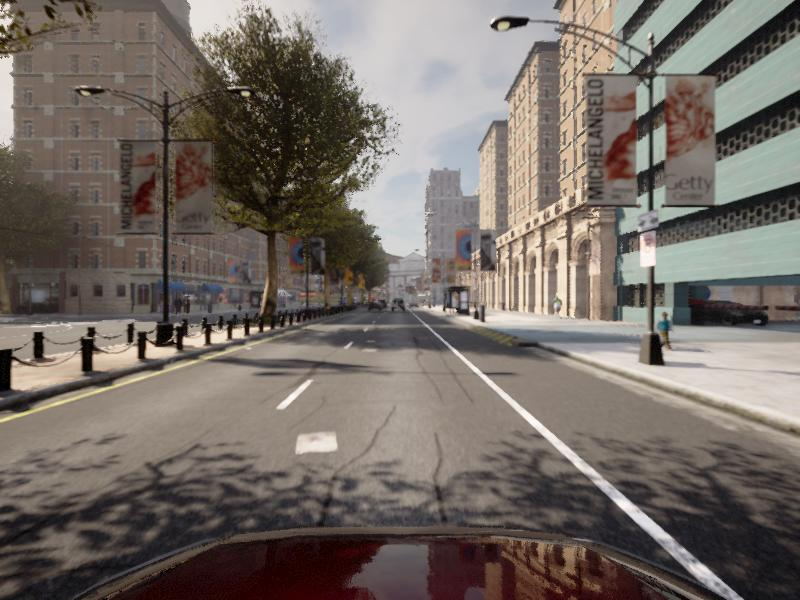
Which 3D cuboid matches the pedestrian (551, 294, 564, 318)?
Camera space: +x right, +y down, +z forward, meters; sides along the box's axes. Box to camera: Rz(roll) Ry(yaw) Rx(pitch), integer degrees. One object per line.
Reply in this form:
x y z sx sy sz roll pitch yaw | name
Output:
12.364 0.486 31.379 0.751 1.860 0.751 0 0 -2 | pedestrian

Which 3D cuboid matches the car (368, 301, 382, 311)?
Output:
-3.743 0.846 60.113 1.837 1.490 4.892 0 0 0 | car

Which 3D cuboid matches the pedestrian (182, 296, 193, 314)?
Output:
-22.401 0.487 42.229 0.751 1.860 0.751 0 0 -1 | pedestrian

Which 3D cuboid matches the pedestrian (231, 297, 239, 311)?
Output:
-22.336 0.487 54.134 0.751 1.860 0.751 0 0 0 | pedestrian

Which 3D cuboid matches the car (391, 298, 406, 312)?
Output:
-0.226 0.654 56.189 1.932 1.855 4.605 0 0 0 | car

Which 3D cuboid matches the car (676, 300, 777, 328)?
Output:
19.232 0.758 23.939 2.161 1.482 4.786 0 0 0 | car

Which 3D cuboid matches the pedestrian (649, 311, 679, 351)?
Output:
7.539 0.865 11.428 0.500 1.100 0.500 0 0 -6 | pedestrian

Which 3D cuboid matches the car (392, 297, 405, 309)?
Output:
-0.292 0.575 71.334 2.150 2.045 5.566 0 0 0 | car

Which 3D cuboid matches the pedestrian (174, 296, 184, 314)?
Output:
-23.306 0.487 42.131 0.751 1.860 0.751 0 0 -11 | pedestrian
